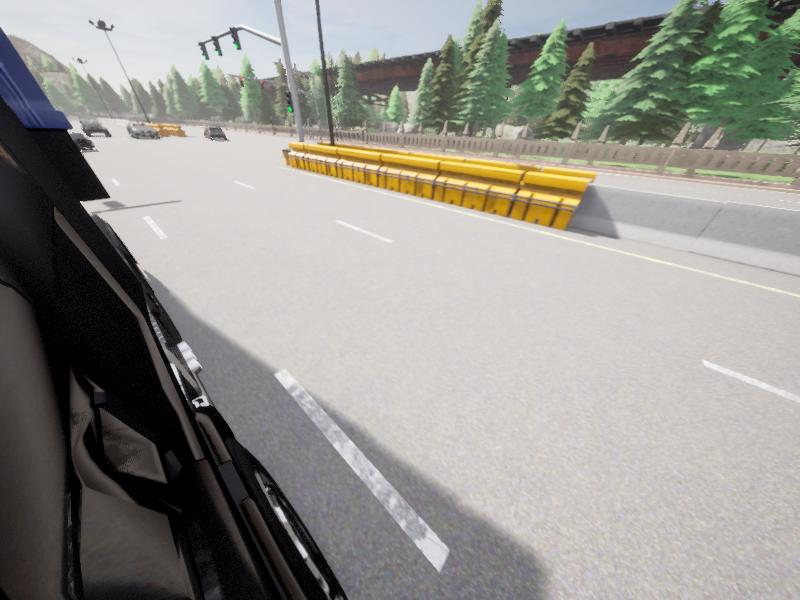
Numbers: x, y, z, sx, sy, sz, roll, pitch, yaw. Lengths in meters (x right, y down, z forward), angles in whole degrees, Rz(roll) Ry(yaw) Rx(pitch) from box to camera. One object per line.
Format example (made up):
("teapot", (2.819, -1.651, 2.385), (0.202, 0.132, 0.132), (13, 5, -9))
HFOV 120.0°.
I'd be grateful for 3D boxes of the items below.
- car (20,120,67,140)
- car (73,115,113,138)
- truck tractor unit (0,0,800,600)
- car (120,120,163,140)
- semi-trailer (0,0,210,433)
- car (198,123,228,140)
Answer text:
("car", (-35.058, -16.816, 22.829), (4.181, 1.385, 1.994), (29, 44, 30))
("car", (-34.760, -19.633, 26.177), (3.866, 1.878, 1.905), (29, 44, 30))
("truck tractor unit", (-2.645, -0.295, 0.352), (6.516, 4.208, 3.053), (28, 44, 30))
("car", (-29.861, -19.614, 26.686), (5.027, 1.651, 2.152), (29, 44, 30))
("semi-trailer", (-9.253, -3.152, 3.596), (14.254, 4.402, 2.717), (21, 40, 23))
("car", (-24.712, -22.195, 30.474), (3.988, 1.617, 1.851), (32, 46, 33))
